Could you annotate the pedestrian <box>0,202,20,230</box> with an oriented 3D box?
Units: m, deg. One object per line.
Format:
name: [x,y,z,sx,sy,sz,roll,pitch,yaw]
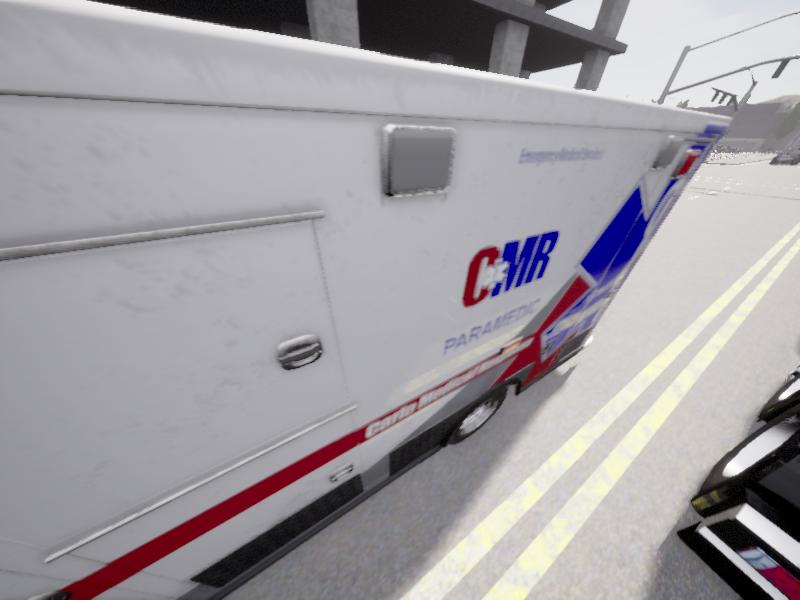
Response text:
pedestrian: [-11.457,-2.760,5.927,0.751,1.860,0.751,-18,39,-25]

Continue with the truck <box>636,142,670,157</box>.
truck: [43.654,-25.935,39.830,4.478,2.038,2.069,-18,39,-24]

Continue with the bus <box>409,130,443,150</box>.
bus: [7.115,-45.238,65.444,3.944,4.253,10.273,-18,39,-25]

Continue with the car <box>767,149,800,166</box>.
car: [50.136,-18.410,29.731,4.856,1.649,2.033,-18,39,-24]

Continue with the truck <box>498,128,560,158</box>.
truck: [21.648,-26.931,39.634,2.891,3.827,8.468,-18,39,-25]

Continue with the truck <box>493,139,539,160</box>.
truck: [17.259,-22.741,34.733,2.627,2.467,5.204,-18,39,-25]

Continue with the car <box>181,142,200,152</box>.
car: [-39.425,-28.947,43.653,1.816,1.474,4.193,-18,39,-24]

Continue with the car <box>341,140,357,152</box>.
car: [-10.531,-31.828,47.758,1.905,1.878,3.866,-18,39,-24]

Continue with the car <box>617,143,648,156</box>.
car: [42.153,-27.278,41.913,4.605,1.855,1.932,-18,39,-24]

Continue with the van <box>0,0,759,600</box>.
van: [-1.039,0.135,1.695,6.366,2.431,2.351,-18,39,-24]

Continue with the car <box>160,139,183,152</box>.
car: [-42.051,-28.521,42.675,1.905,1.878,3.866,-18,39,-24]

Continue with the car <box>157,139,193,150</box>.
car: [-54.270,-37.695,55.881,5.566,2.045,2.150,-18,39,-24]

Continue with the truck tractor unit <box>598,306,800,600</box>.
truck tractor unit: [5.178,-0.225,0.703,6.516,4.208,3.053,-15,37,-21]

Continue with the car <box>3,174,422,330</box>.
car: [-2.328,-1.405,4.641,5.366,1.575,1.801,-18,39,-24]

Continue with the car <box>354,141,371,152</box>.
car: [-7.980,-32.649,48.972,1.905,1.878,3.866,-18,39,-24]
